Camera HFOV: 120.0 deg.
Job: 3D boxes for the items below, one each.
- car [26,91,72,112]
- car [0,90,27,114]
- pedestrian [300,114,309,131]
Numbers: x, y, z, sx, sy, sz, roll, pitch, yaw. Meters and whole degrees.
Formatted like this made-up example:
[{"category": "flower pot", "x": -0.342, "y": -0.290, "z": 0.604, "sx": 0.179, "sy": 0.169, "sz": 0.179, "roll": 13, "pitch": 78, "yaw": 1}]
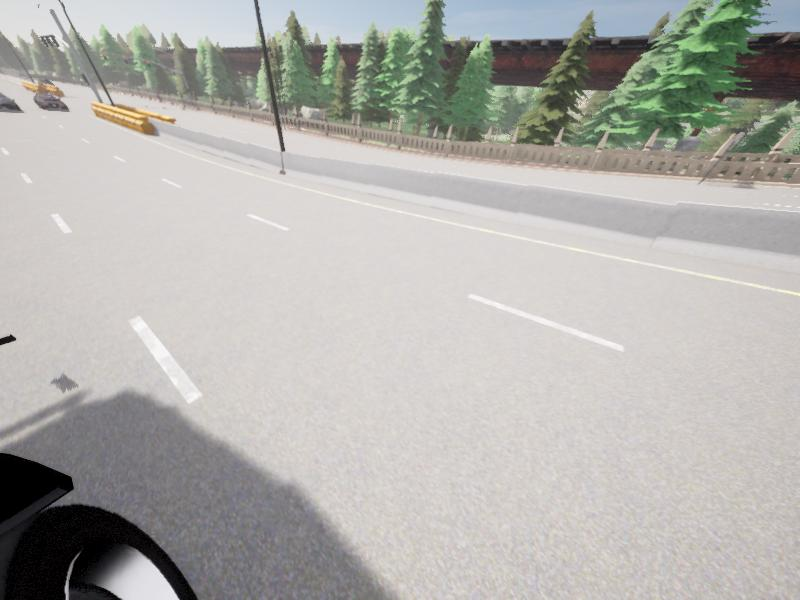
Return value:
[{"category": "car", "x": -39.654, "y": -22.389, "z": 26.121, "sx": 4.181, "sy": 1.385, "sz": 1.994, "roll": 28, "pitch": 43, "yaw": 24}, {"category": "car", "x": -39.168, "y": -19.435, "z": 22.528, "sx": 5.357, "sy": 1.411, "sz": 2.033, "roll": 28, "pitch": 43, "yaw": 24}, {"category": "pedestrian", "x": -14.236, "y": -26.503, "z": 34.527, "sx": 0.751, "sy": 1.860, "sz": 0.751, "roll": 28, "pitch": 43, "yaw": 24}]
